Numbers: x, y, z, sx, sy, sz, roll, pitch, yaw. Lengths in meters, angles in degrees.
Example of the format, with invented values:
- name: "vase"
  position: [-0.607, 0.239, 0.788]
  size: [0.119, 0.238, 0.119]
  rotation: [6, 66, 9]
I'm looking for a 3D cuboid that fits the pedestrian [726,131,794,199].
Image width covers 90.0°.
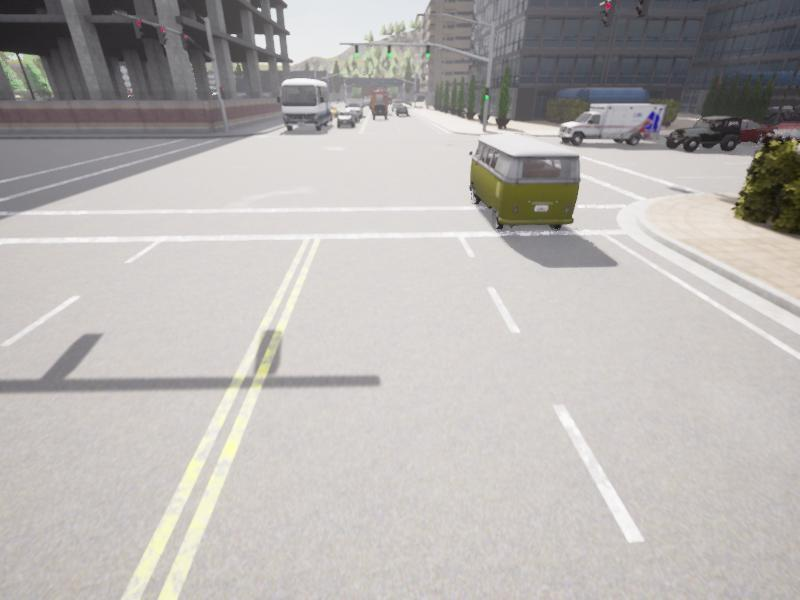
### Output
- name: "pedestrian"
  position: [10.903, -4.113, 12.206]
  size: [0.751, 1.860, 0.751]
  rotation: [4, 28, 8]

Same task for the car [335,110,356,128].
- name: "car"
  position: [-5.522, -18.553, 40.935]
  size: [1.789, 1.549, 3.705]
  rotation: [-1, 27, -2]

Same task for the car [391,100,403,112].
- name: "car"
  position: [-0.547, -38.163, 78.499]
  size: [2.150, 2.045, 5.566]
  rotation: [-1, 27, -2]

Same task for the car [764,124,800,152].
- name: "car"
  position: [25.474, -9.948, 24.500]
  size: [4.181, 1.385, 1.994]
  rotation: [-1, 27, -1]

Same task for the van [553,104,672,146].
- name: "van"
  position: [14.032, -11.755, 26.824]
  size: [6.366, 2.431, 2.351]
  rotation: [-1, 27, -3]

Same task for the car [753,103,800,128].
- name: "car"
  position: [39.714, -18.363, 39.780]
  size: [6.274, 2.098, 2.390]
  rotation: [13, 30, 24]

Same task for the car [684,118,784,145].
- name: "car"
  position: [22.778, -11.569, 27.459]
  size: [5.008, 1.535, 1.882]
  rotation: [-1, 27, -3]

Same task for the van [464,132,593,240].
- name: "van"
  position: [3.104, -3.312, 10.880]
  size: [1.775, 1.987, 4.442]
  rotation: [-1, 27, -2]

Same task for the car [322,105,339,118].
- name: "car"
  position: [-9.938, -27.269, 57.832]
  size: [1.801, 1.575, 5.366]
  rotation: [-1, 27, -2]

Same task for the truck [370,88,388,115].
- name: "truck"
  position: [-3.536, -34.098, 68.654]
  size: [2.891, 3.827, 8.468]
  rotation: [-1, 27, -2]

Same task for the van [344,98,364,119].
- name: "van"
  position: [-6.385, -27.165, 56.709]
  size: [2.351, 2.431, 6.366]
  rotation: [-1, 28, -2]

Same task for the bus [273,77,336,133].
- name: "bus"
  position: [-8.829, -19.052, 38.947]
  size: [3.944, 4.253, 10.273]
  rotation: [-1, 27, -2]

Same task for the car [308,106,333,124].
- name: "car"
  position: [-9.377, -21.957, 47.398]
  size: [2.242, 1.667, 4.611]
  rotation: [-1, 28, -3]

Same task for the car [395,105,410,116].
- name: "car"
  position: [0.331, -29.560, 62.361]
  size: [2.007, 1.525, 4.514]
  rotation: [-1, 27, -2]

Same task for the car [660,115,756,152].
- name: "car"
  position: [18.378, -10.019, 24.050]
  size: [3.866, 1.878, 1.905]
  rotation: [-1, 27, -3]

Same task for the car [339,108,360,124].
- name: "car"
  position: [-5.845, -21.630, 46.957]
  size: [2.128, 1.511, 4.902]
  rotation: [-1, 27, -2]

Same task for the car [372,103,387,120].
- name: "car"
  position: [-2.743, -25.631, 54.326]
  size: [1.905, 1.878, 3.866]
  rotation: [-1, 28, -2]
